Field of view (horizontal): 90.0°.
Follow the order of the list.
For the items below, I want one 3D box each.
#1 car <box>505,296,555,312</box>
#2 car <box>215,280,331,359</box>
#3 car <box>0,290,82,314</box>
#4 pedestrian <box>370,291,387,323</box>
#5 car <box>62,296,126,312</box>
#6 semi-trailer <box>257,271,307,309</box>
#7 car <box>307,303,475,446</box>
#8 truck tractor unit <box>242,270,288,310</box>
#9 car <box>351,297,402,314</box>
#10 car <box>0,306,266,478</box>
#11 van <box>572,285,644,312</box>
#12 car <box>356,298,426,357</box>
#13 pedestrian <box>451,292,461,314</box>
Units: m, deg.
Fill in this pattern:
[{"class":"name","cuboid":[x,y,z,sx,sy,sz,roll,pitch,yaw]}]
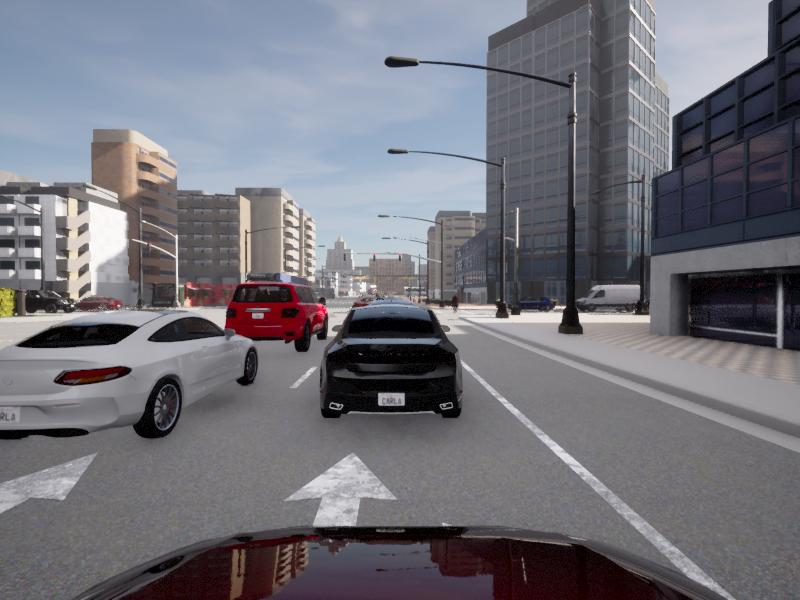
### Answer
[{"class":"car","cuboid":[12.427,0.376,38.379,4.193,1.474,1.816,0,1,-1]},{"class":"car","cuboid":[-3.796,0.479,13.206,2.150,2.045,5.566,0,1,-1]},{"class":"car","cuboid":[-30.852,0.145,34.241,5.566,2.045,2.150,0,1,-1]},{"class":"pedestrian","cuboid":[-1.318,0.404,24.277,0.751,1.860,0.751,-1,1,-31]},{"class":"car","cuboid":[-28.799,0.385,37.727,4.674,1.442,1.812,0,1,0]},{"class":"semi-trailer","cuboid":[-15.198,-1.243,53.076,2.717,4.402,14.254,0,1,-1]},{"class":"car","cuboid":[-0.149,0.835,6.827,1.837,1.490,4.892,0,0,-1]},{"class":"truck tractor unit","cuboid":[-15.023,-1.077,45.163,3.053,4.208,6.516,0,0,-1]},{"class":"car","cuboid":[-2.028,0.442,35.370,4.193,1.474,1.816,0,1,9]},{"class":"car","cuboid":[-3.631,0.861,5.908,1.812,1.442,4.674,0,0,-1]},{"class":"van","cuboid":[19.906,-0.155,38.479,5.915,2.561,1.988,0,1,-1]},{"class":"car","cuboid":[-0.289,0.737,13.310,1.882,1.535,5.008,0,1,-1]},{"class":"pedestrian","cuboid":[4.753,0.239,34.008,0.751,1.860,0.751,0,1,17]}]
